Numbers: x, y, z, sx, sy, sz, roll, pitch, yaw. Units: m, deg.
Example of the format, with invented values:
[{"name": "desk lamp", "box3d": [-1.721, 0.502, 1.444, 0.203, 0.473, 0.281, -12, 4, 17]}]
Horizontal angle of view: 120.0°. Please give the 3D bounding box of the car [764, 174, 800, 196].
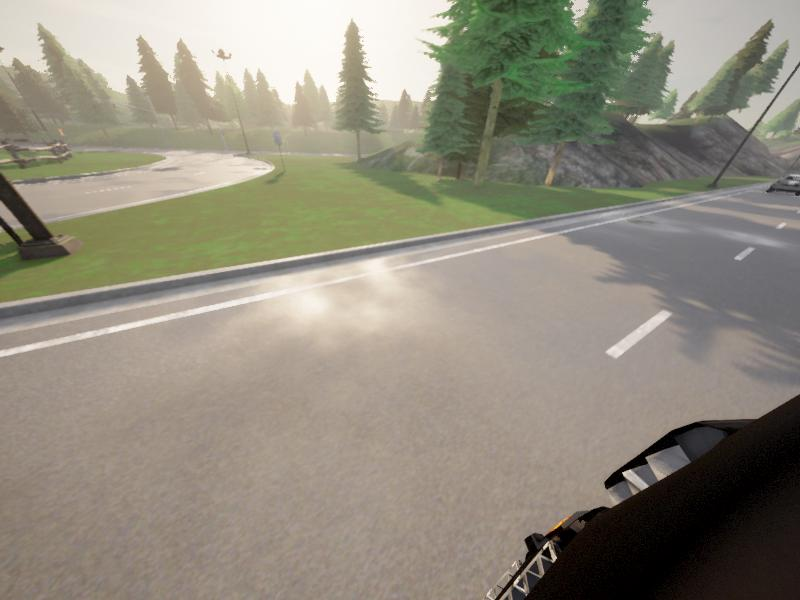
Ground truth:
[{"name": "car", "box3d": [35.082, -10.300, 20.567, 3.806, 1.475, 1.970, -15, 37, -25]}]
